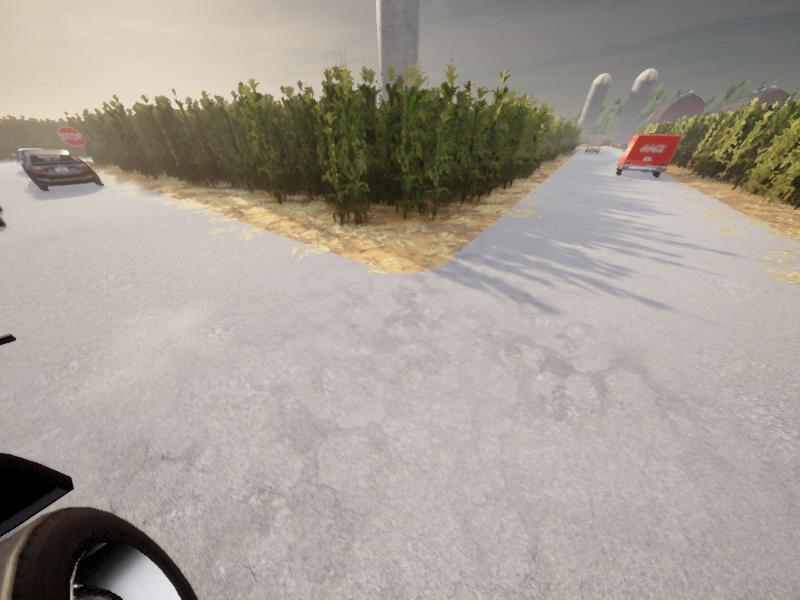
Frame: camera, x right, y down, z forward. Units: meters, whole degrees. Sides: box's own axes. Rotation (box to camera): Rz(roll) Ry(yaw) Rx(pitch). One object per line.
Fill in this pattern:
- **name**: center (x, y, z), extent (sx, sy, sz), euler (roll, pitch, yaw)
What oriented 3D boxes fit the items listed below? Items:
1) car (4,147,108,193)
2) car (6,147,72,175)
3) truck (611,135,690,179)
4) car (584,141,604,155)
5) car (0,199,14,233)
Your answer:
- **car**: center (-18.426, -7.113, 12.407), extent (4.611, 1.667, 2.242), euler (22, 41, 27)
- **car**: center (-26.844, -10.410, 17.186), extent (3.806, 1.475, 1.970), euler (22, 41, 28)
- **truck**: center (18.260, -10.862, 17.316), extent (2.627, 2.467, 5.204), euler (22, 41, 28)
- **car**: center (30.031, -23.588, 35.728), extent (1.801, 1.575, 5.366), euler (22, 41, 28)
- **car**: center (-13.576, -2.844, 6.713), extent (4.718, 1.301, 1.895), euler (22, 41, 28)
